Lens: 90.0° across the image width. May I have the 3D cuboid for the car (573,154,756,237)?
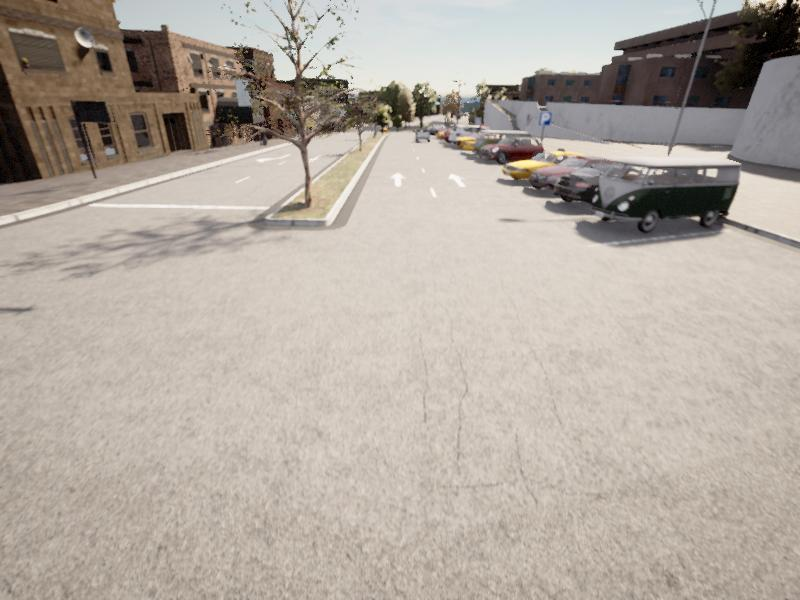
[{"bbox_3d":[7.907,-3.286,12.119,4.442,1.987,1.878,-7,27,-19],"label":"car"}]

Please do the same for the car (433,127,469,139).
[{"bbox_3d":[7.725,-25.486,60.947,5.008,1.535,2.097,-7,25,-19],"label":"car"}]

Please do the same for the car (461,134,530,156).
[{"bbox_3d":[8.061,-13.171,33.924,5.366,1.575,1.946,-7,26,-19],"label":"car"}]

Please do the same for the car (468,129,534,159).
[{"bbox_3d":[7.803,-12.077,31.022,4.442,1.987,1.878,-7,27,-19],"label":"car"}]

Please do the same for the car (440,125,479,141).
[{"bbox_3d":[7.814,-21.956,52.755,4.553,1.767,2.185,-7,26,-19],"label":"car"}]

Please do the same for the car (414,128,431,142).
[{"bbox_3d":[2.733,-20.351,49.281,1.845,1.501,3.633,1,25,-1],"label":"car"}]

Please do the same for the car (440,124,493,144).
[{"bbox_3d":[7.794,-19.604,47.257,5.566,2.045,2.435,-7,26,-19],"label":"car"}]

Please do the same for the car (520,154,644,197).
[{"bbox_3d":[7.980,-5.572,17.672,4.674,1.452,2.002,-7,27,-19],"label":"car"}]

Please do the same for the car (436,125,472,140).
[{"bbox_3d":[7.784,-24.393,58.185,4.553,1.767,2.185,-7,26,-19],"label":"car"}]

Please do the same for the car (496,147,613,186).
[{"bbox_3d":[7.791,-6.844,20.292,5.366,1.575,1.946,-7,27,-19],"label":"car"}]

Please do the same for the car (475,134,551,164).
[{"bbox_3d":[7.953,-10.749,28.414,4.553,1.767,2.185,-7,27,-19],"label":"car"}]

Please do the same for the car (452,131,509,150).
[{"bbox_3d":[7.863,-15.651,39.261,5.008,1.535,2.097,-7,27,-19],"label":"car"}]

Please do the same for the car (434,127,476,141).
[{"bbox_3d":[7.593,-23.040,55.442,5.366,1.575,1.946,-7,26,-19],"label":"car"}]

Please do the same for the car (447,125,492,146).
[{"bbox_3d":[7.726,-18.334,44.535,4.442,1.987,1.878,-7,26,-19],"label":"car"}]

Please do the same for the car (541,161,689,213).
[{"bbox_3d":[7.988,-4.318,14.975,4.674,1.452,2.002,-7,26,-19],"label":"car"}]

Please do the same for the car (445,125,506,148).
[{"bbox_3d":[7.875,-17.134,41.871,5.566,2.045,2.435,-7,26,-19],"label":"car"}]
